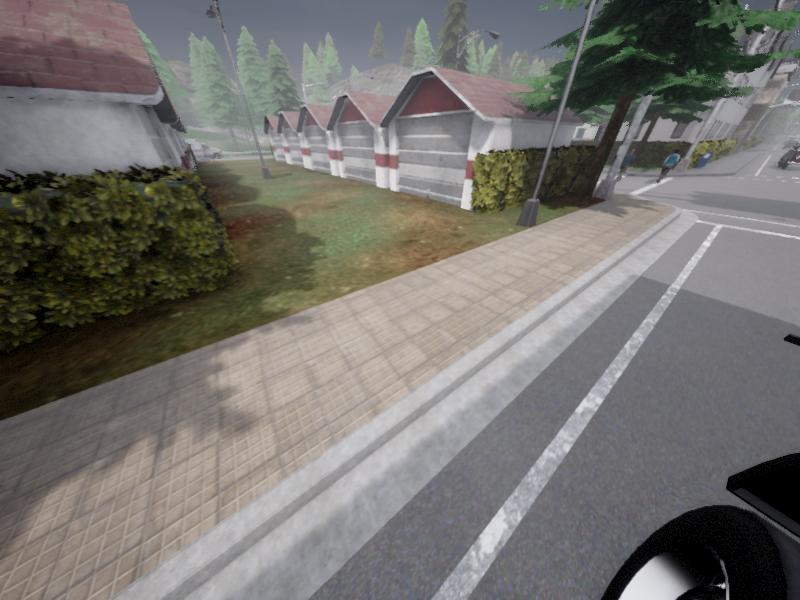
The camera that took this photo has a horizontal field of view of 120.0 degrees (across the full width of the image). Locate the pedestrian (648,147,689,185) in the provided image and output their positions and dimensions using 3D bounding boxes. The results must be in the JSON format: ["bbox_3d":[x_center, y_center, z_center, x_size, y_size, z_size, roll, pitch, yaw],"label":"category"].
[{"bbox_3d":[15.790,-7.908,13.632,0.751,1.860,0.751,-22,40,-28],"label":"pedestrian"}]

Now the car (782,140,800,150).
[{"bbox_3d":[79.234,-31.299,46.532,4.892,1.490,1.837,-23,41,-29],"label":"car"}]

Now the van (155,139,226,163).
[{"bbox_3d":[-27.547,-19.863,30.613,6.366,2.431,2.351,-26,43,-32],"label":"van"}]

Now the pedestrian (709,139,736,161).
[{"bbox_3d":[32.734,-15.285,23.495,0.751,1.860,0.751,-23,41,-29],"label":"pedestrian"}]

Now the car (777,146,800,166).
[{"bbox_3d":[38.305,-13.773,22.032,4.181,1.385,1.994,-23,41,-29],"label":"car"}]

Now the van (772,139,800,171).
[{"bbox_3d":[32.446,-11.569,18.358,4.480,2.038,2.069,-27,43,-32],"label":"van"}]

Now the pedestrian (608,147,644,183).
[{"bbox_3d":[14.219,-8.491,14.571,0.751,1.860,0.751,-20,40,-26],"label":"pedestrian"}]
